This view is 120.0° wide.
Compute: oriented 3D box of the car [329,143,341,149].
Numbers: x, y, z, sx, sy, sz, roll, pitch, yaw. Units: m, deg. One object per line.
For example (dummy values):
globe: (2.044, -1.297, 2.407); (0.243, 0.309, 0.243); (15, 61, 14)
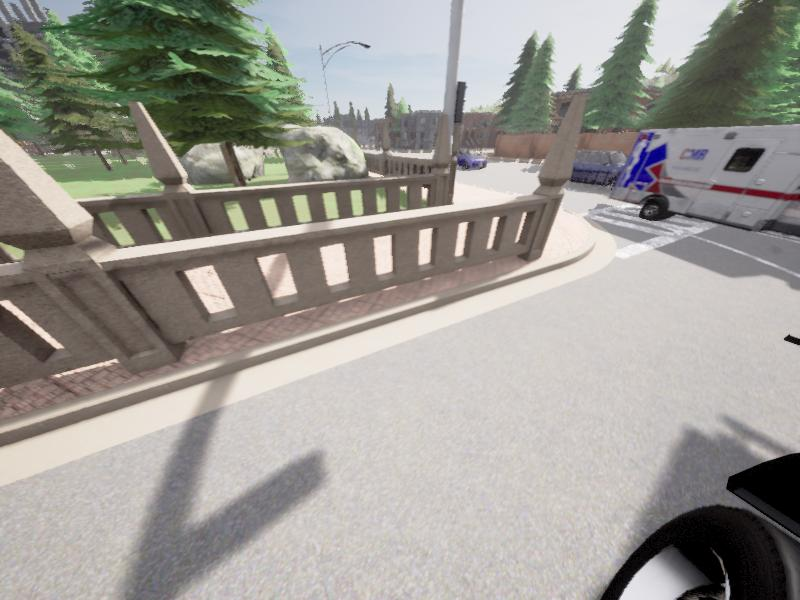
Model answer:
car: (-19.444, -46.090, 69.156); (2.033, 1.411, 5.357); (-17, 38, -22)

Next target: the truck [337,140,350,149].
truck: (-17.834, -49.059, 72.782); (2.390, 2.098, 6.274); (-16, 38, -21)

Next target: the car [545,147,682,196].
car: (10.773, -6.954, 12.209); (2.097, 1.767, 4.553); (-17, 38, -22)

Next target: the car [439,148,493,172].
car: (5.698, -12.639, 20.676); (2.007, 1.525, 4.514); (-16, 38, -21)

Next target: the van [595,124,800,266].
van: (9.253, -2.905, 5.870); (2.351, 2.431, 6.366); (-5, 35, -7)

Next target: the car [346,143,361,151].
car: (-11.206, -36.660, 55.388); (1.882, 1.535, 5.008); (-16, 38, -21)

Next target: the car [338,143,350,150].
car: (-14.927, -40.936, 61.610); (1.837, 1.490, 4.892); (-16, 38, -21)
